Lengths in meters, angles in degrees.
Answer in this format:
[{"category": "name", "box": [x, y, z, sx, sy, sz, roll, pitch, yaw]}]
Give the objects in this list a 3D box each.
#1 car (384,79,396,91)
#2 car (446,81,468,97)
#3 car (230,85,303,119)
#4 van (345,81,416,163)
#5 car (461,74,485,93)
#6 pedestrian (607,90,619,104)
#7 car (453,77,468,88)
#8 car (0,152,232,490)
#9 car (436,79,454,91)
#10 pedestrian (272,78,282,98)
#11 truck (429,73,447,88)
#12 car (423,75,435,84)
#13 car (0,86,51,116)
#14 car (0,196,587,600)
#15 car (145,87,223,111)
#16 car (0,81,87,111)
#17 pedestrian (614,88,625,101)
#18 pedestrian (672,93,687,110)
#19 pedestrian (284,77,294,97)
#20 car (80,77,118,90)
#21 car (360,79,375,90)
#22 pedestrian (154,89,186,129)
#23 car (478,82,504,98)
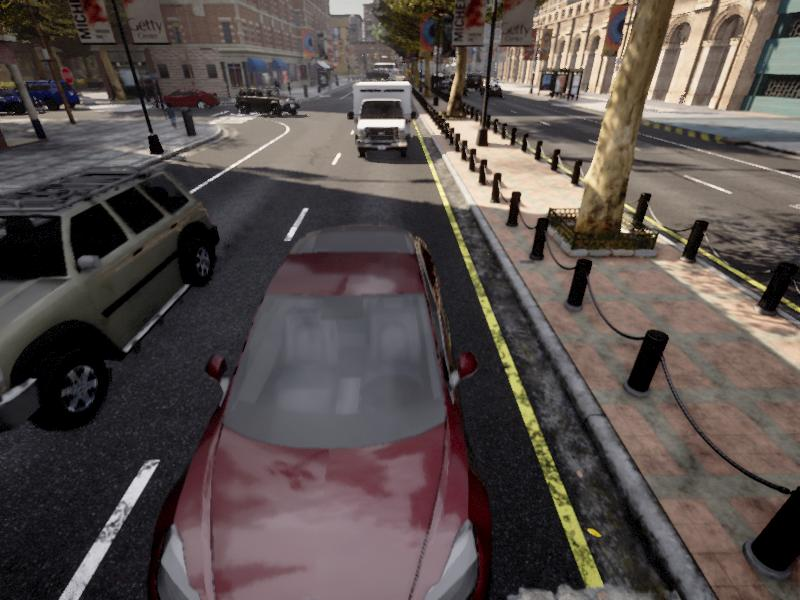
[{"category": "car", "box": [-1.464, -31.876, 59.178, 1.812, 1.442, 4.674, 0, 30, -1]}, {"category": "car", "box": [6.747, -25.136, 47.576, 1.837, 1.490, 4.892, 0, 29, -1]}, {"category": "car", "box": [-9.278, -13.864, 27.901, 4.605, 1.855, 1.932, 15, 32, 23]}, {"category": "van", "box": [-0.703, -7.688, 16.779, 2.351, 2.431, 6.366, 0, 30, -1]}, {"category": "car", "box": [10.098, -30.183, 55.686, 2.150, 2.045, 5.566, 0, 30, -1]}, {"category": "pedestrian", "box": [18.688, -17.823, 35.097, 0.500, 1.100, 0.500, 3, 30, 6]}, {"category": "car", "box": [9.913, -35.947, 66.024, 1.789, 1.549, 3.705, 0, 30, -1]}, {"category": "car", "box": [-3.983, -0.387, 4.821, 1.932, 1.855, 4.605, 0, 30, -1]}, {"category": "car", "box": [6.545, -31.596, 58.750, 1.994, 1.385, 4.181, 0, 30, -1]}, {"category": "pedestrian", "box": [-12.791, -22.050, 41.593, 0.751, 1.860, 0.751, -6, 31, -10]}, {"category": "truck", "box": [6.366, -37.684, 68.471, 2.390, 2.098, 6.274, 0, 30, -1]}, {"category": "car", "box": [6.086, -46.361, 84.090, 2.152, 1.651, 5.027, 0, 30, -1]}, {"category": "car", "box": [-28.811, -14.438, 28.978, 4.553, 1.767, 2.097, -3, 30, -5]}, {"category": "car", "box": [-0.463, 0.421, 3.830, 2.163, 1.488, 4.792, 0, 30, -1]}, {"category": "car", "box": [-17.430, -16.388, 32.568, 5.008, 1.535, 1.882, -3, 30, -5]}, {"category": "car", "box": [-28.975, -16.364, 32.027, 5.566, 2.045, 2.150, -1, 30, -1]}, {"category": "pedestrian", "box": [20.832, -19.522, 38.005, 0.500, 1.100, 0.500, 4, 30, 6]}, {"category": "pedestrian", "box": [21.394, -15.221, 30.639, 0.500, 1.100, 0.500, -9, 32, -15]}, {"category": "pedestrian", "box": [-12.056, -23.169, 43.511, 0.751, 1.860, 0.751, -2, 30, -4]}, {"category": "car", "box": [-46.580, -33.710, 62.144, 1.930, 1.638, 5.238, -1, 30, -1]}, {"category": "car", "box": [-5.018, -33.532, 62.154, 1.895, 1.301, 4.718, 0, 30, -1]}, {"category": "pedestrian", "box": [-12.069, -10.042, 21.027, 0.751, 1.860, 0.751, 0, 30, -1]}, {"category": "car", "box": [10.287, -23.769, 45.260, 1.970, 1.475, 3.806, 0, 30, -1]}]
